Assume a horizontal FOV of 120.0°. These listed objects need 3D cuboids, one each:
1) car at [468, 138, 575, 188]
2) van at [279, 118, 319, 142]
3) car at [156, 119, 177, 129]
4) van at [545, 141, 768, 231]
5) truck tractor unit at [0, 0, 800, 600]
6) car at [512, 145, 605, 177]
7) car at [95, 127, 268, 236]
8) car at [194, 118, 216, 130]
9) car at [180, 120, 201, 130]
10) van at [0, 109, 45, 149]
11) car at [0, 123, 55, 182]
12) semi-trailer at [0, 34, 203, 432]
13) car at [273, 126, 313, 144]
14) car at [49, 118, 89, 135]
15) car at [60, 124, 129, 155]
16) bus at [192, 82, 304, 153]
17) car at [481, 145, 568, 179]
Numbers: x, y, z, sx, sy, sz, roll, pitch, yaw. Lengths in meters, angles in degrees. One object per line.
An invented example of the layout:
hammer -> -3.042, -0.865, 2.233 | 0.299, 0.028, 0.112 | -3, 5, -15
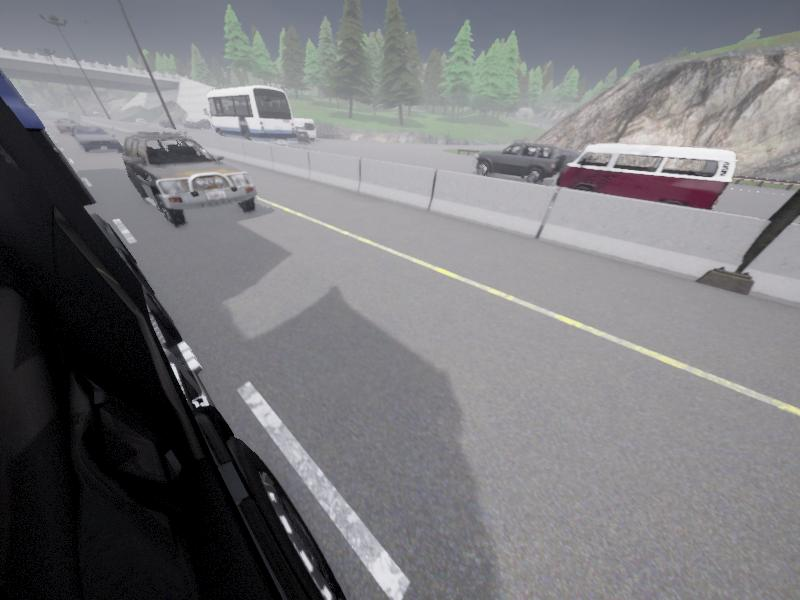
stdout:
car -> 6.559, -7.806, 12.951 | 4.605, 1.855, 1.932 | 28, 43, 29
van -> -14.531, -24.432, 33.136 | 5.915, 2.561, 1.988 | 27, 43, 29
car -> -47.053, -35.460, 46.527 | 4.193, 1.474, 1.816 | 27, 43, 29
van -> 8.253, -4.294, 8.246 | 4.480, 2.038, 2.069 | 27, 43, 29
truck tractor unit -> -2.645, -0.295, 0.351 | 6.516, 4.208, 3.053 | 28, 44, 30
car -> 11.572, -10.415, 17.169 | 5.357, 1.411, 2.033 | 27, 43, 29
car -> -6.042, -3.530, 6.402 | 4.605, 1.855, 1.932 | 27, 43, 29
car -> -43.123, -38.992, 51.165 | 4.605, 1.855, 1.932 | 28, 43, 29
car -> -43.240, -36.184, 47.750 | 4.193, 1.474, 1.816 | 27, 43, 29
van -> -27.207, -11.886, 15.962 | 4.480, 2.038, 2.069 | 28, 44, 28
car -> -16.381, -6.084, 9.326 | 4.856, 1.649, 2.033 | 27, 43, 29
semi-trailer -> -8.765, -3.568, 4.148 | 14.254, 4.402, 2.717 | 27, 43, 29
car -> -13.500, -20.834, 29.133 | 4.611, 1.667, 2.242 | 27, 43, 29
car -> -37.481, -19.639, 26.173 | 4.181, 1.385, 1.994 | 27, 43, 29
car -> -21.131, -11.164, 15.959 | 5.357, 1.411, 2.033 | 27, 43, 29
bus -> -14.097, -16.705, 21.433 | 10.273, 4.253, 3.944 | 27, 43, 29
car -> 8.217, -9.468, 15.639 | 4.674, 1.442, 1.812 | 27, 43, 29
